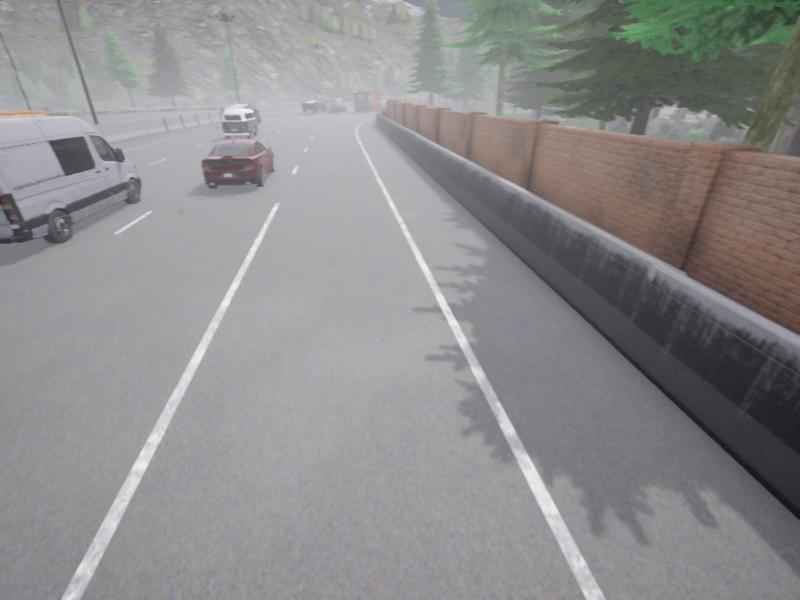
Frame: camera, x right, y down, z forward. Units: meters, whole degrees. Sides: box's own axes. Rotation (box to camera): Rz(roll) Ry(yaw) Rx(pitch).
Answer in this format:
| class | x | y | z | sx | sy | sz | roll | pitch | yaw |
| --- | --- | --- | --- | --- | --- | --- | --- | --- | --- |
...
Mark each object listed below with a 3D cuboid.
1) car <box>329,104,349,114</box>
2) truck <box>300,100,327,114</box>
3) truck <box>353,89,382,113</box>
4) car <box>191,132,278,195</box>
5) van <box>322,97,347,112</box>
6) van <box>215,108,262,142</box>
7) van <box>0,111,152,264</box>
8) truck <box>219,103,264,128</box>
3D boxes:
| class | x | y | z | sx | sy | sz | roll | pitch | yaw |
| --- | --- | --- | --- | --- | --- | --- | --- | --- | --- |
| car | -10.862 | -34.284 | 71.655 | 2.128 | 1.511 | 4.902 | 5 | 28 | 9 |
| truck | -14.849 | -33.436 | 69.261 | 2.390 | 2.098 | 6.274 | 4 | 27 | 8 |
| truck | -6.074 | -38.038 | 76.371 | 2.891 | 3.827 | 8.468 | 7 | 28 | 13 |
| car | -6.119 | -5.436 | 15.478 | 1.882 | 1.535 | 5.008 | -4 | 28 | -7 |
| van | -12.738 | -38.461 | 78.680 | 2.351 | 2.431 | 6.366 | 7 | 28 | 13 |
| van | -12.030 | -13.312 | 30.214 | 2.069 | 2.038 | 4.480 | -3 | 28 | -6 |
| van | -8.816 | -3.191 | 10.004 | 1.988 | 2.561 | 5.915 | -3 | 27 | -7 |
| truck | -16.762 | -19.777 | 42.693 | 2.390 | 2.098 | 6.274 | -1 | 27 | -2 |
